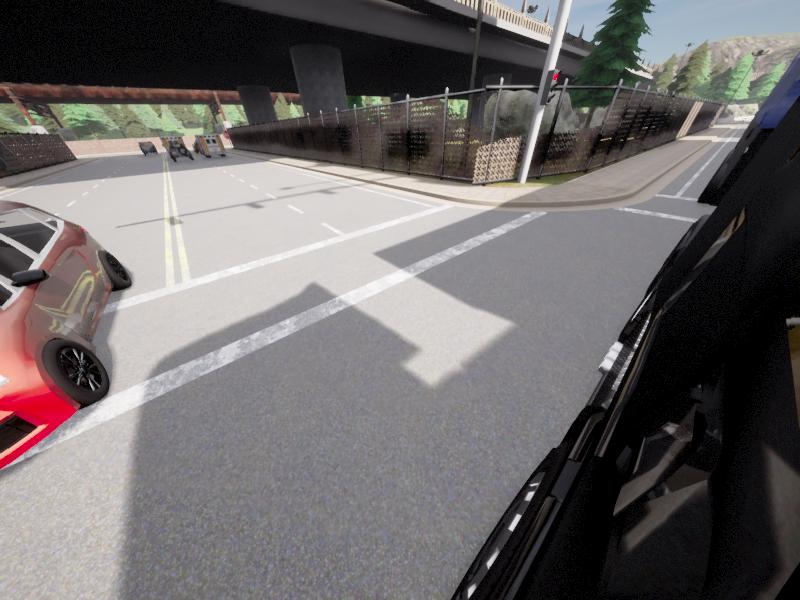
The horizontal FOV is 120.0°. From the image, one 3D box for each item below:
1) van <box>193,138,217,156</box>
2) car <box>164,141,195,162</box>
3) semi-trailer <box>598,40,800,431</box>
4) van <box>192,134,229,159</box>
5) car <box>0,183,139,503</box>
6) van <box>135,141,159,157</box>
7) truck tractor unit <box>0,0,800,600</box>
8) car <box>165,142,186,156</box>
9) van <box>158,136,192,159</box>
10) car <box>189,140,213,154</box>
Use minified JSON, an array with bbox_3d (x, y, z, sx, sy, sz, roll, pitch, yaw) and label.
[{"bbox_3d":[-29.836,-23.404,35.241,1.775,1.987,4.442,-28,44,-30],"label":"van"},{"bbox_3d":[-26.151,-17.607,27.338,1.932,1.855,4.605,-28,43,-30],"label":"car"},{"bbox_3d":[8.687,-3.623,4.224,14.254,4.402,2.717,-28,44,-30],"label":"semi-trailer"},{"bbox_3d":[-24.817,-20.163,30.219,2.351,2.431,6.366,-28,44,-30],"label":"van"},{"bbox_3d":[-5.002,0.114,2.452,2.242,1.667,4.611,-28,43,-30],"label":"car"},{"bbox_3d":[-41.979,-25.220,38.439,1.775,1.987,4.442,-27,43,-29],"label":"van"},{"bbox_3d":[2.645,-0.295,0.352,6.516,4.208,3.053,-28,44,-30],"label":"truck tractor unit"},{"bbox_3d":[-36.192,-24.334,37.204,1.851,1.617,3.988,-28,44,-30],"label":"car"},{"bbox_3d":[-31.354,-21.359,32.232,2.351,2.431,6.366,-28,44,-30],"label":"van"},{"bbox_3d":[-33.744,-25.989,39.108,2.097,1.767,4.553,-28,44,-30],"label":"car"}]
